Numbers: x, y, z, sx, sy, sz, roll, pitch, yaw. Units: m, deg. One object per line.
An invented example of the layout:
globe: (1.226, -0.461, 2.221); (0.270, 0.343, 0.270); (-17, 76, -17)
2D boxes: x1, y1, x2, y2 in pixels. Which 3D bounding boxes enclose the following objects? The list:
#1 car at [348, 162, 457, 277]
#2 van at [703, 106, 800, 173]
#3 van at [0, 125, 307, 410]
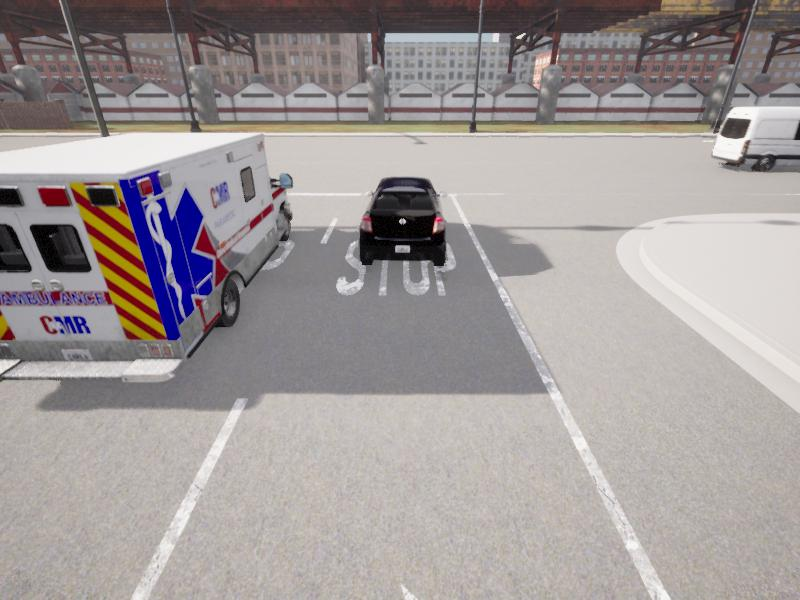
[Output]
car: (0.117, -1.954, 8.751); (1.845, 1.501, 3.633); (1, 27, 2)
van: (17.505, -7.110, 17.684); (5.915, 2.561, 1.988); (0, 27, 1)
van: (-3.497, -1.349, 6.590); (2.351, 2.431, 6.366); (0, 27, 0)
